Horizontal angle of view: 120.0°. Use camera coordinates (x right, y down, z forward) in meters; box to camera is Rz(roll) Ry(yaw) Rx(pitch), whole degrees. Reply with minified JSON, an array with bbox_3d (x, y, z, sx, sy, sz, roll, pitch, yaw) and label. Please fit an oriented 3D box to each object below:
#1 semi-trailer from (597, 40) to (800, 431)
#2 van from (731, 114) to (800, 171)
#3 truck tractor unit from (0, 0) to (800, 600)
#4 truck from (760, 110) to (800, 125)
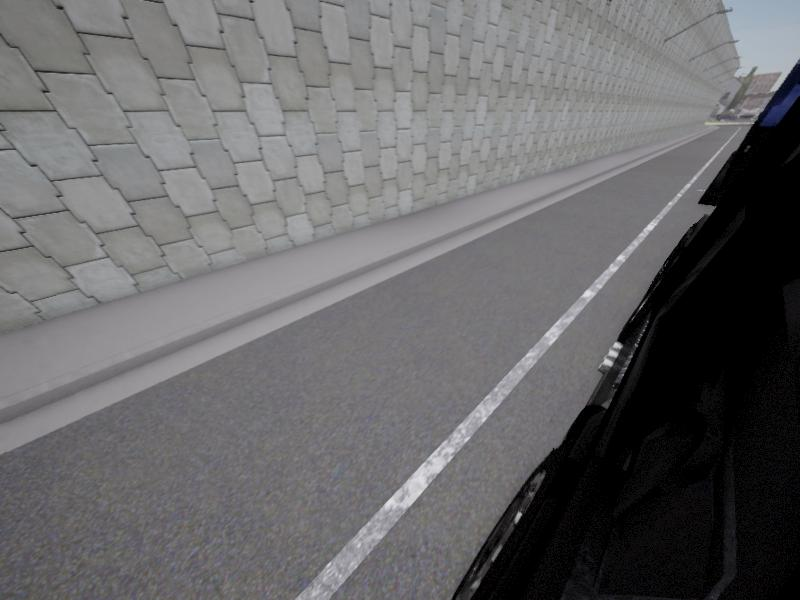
[{"bbox_3d":[8.722,-3.583,4.213,14.254,4.402,2.717,-28,44,-30],"label":"semi-trailer"},{"bbox_3d":[18.574,-7.822,11.332,4.442,1.987,1.775,-28,44,-30],"label":"van"},{"bbox_3d":[2.645,-0.295,0.351,6.516,4.208,3.053,-28,44,-30],"label":"truck tractor unit"},{"bbox_3d":[75.786,-35.356,44.688,2.390,2.098,6.274,-23,42,-25],"label":"truck"}]
